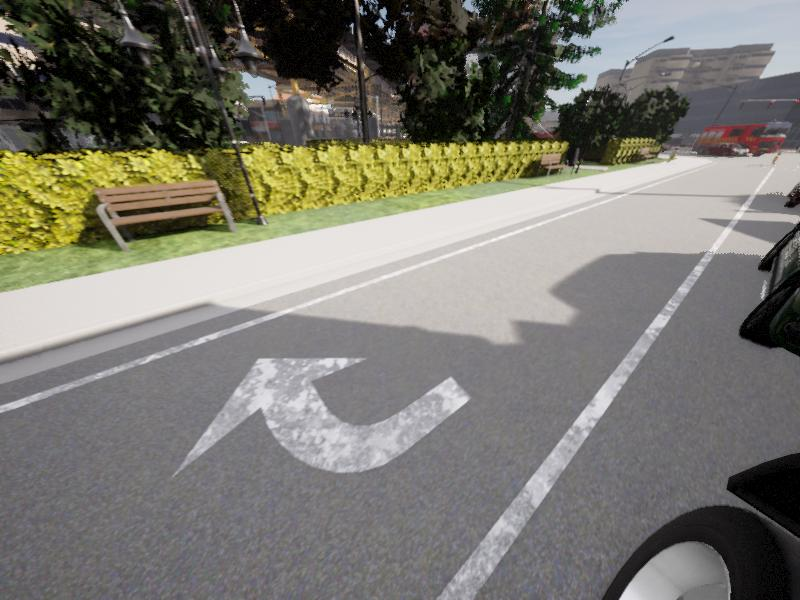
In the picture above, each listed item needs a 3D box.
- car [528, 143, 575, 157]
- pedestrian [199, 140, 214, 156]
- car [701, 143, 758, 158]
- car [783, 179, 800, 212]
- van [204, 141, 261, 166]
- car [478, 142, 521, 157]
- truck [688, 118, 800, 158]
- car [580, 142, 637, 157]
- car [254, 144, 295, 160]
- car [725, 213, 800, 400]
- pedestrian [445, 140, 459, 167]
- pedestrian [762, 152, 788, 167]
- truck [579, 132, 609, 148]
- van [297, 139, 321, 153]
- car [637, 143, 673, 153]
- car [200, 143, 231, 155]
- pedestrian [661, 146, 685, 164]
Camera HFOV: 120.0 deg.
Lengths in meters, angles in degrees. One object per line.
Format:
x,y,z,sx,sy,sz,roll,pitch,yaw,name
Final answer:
20.917,-20.853,32.065,4.792,1.488,2.163,6,36,8,car
-27.109,-21.234,32.361,0.751,1.860,0.751,7,36,11,pedestrian
41.355,-18.917,29.174,1.970,1.475,3.806,5,35,8,car
16.439,-4.235,8.539,4.674,1.442,1.812,-22,41,-28,car
-17.609,-15.773,24.677,2.069,2.038,4.480,6,36,8,van
14.075,-21.594,33.049,5.027,1.651,2.152,6,36,9,car
45.447,-21.738,31.133,2.891,3.827,8.468,5,35,8,truck
27.741,-20.229,31.000,5.027,1.651,2.152,6,36,9,car
-16.384,-19.622,30.531,1.801,1.575,5.366,6,36,8,car
6.746,-0.474,2.749,5.566,2.045,2.150,-23,41,-28,car
4.186,-11.862,18.706,0.751,1.860,0.751,3,35,4,pedestrian
31.402,-11.776,19.371,0.500,1.100,0.500,-3,35,-4,pedestrian
61.336,-50.840,73.447,2.891,3.827,8.468,5,35,8,truck
-17.106,-29.165,43.691,2.069,2.038,4.480,6,35,8,van
43.538,-26.144,39.619,1.994,1.385,4.181,6,35,8,car
-31.771,-26.042,39.761,4.974,1.542,2.038,22,41,28,car
24.778,-13.166,20.975,0.751,1.300,0.751,-22,40,-27,pedestrian
